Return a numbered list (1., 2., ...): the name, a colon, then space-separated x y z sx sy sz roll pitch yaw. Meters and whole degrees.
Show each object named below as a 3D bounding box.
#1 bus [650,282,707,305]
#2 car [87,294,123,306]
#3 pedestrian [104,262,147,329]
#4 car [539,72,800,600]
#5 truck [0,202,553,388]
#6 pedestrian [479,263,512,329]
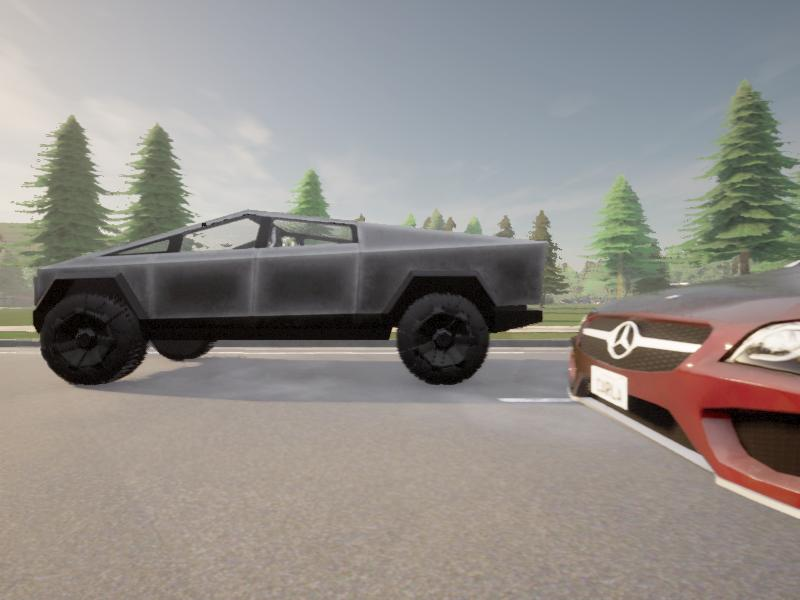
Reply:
1. bus: 53.204 -1.142 77.008 3.944 4.253 10.273 0 0 1
2. car: -51.047 -0.024 69.383 2.150 2.045 5.566 0 0 0
3. pedestrian: -7.873 -0.114 11.505 0.751 1.860 0.751 0 0 -5
4. car: 3.648 0.180 2.199 5.027 1.651 2.152 0 0 0
5. truck: -1.416 -0.058 5.697 6.274 2.098 2.390 0 0 0
6. pedestrian: 2.769 -0.115 11.622 0.751 1.860 0.751 0 0 -4
